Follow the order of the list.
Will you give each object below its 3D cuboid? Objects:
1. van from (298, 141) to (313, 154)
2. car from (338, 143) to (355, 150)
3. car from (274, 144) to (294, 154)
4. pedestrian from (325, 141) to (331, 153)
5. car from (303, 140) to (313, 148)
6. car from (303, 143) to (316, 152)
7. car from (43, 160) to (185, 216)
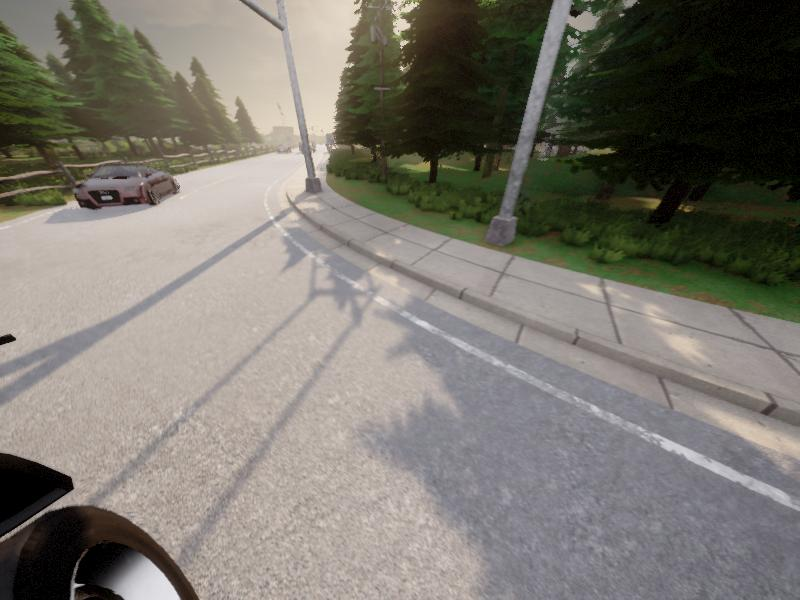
[{"bbox_3d":[-18.279,-29.748,44.895,1.775,1.987,4.442,-6,35,-10],"label":"van"},{"bbox_3d":[-14.665,-42.285,63.679,4.181,1.385,1.994,-4,35,-8],"label":"car"},{"bbox_3d":[-21.117,-27.562,42.100,2.128,1.511,4.902,-7,35,-10],"label":"car"},{"bbox_3d":[-13.117,-28.065,42.358,0.751,1.860,0.751,-6,35,-10],"label":"pedestrian"},{"bbox_3d":[-28.674,-48.796,72.172,2.150,2.045,5.566,-6,35,-10],"label":"car"},{"bbox_3d":[-19.533,-33.027,50.042,1.837,1.490,4.892,-5,35,-9],"label":"car"},{"bbox_3d":[-11.108,-4.805,9.546,1.994,1.385,4.181,-13,37,-19],"label":"car"}]
